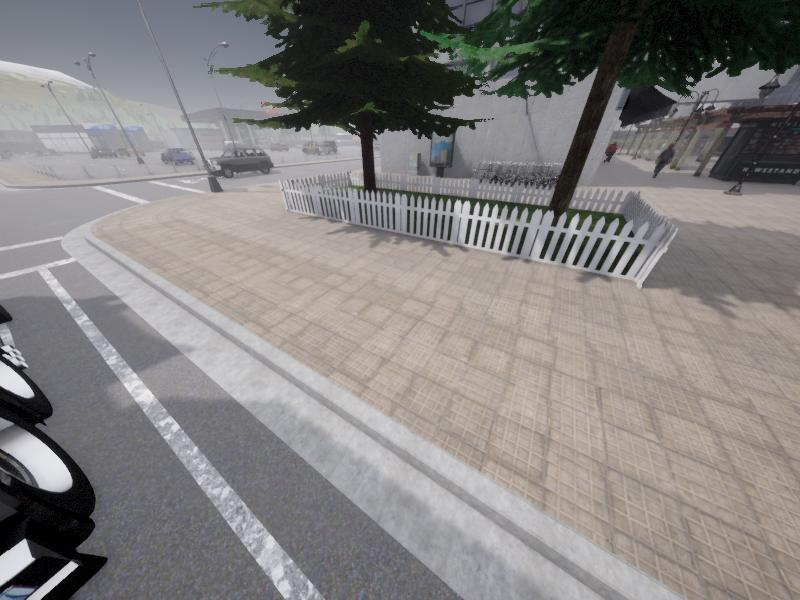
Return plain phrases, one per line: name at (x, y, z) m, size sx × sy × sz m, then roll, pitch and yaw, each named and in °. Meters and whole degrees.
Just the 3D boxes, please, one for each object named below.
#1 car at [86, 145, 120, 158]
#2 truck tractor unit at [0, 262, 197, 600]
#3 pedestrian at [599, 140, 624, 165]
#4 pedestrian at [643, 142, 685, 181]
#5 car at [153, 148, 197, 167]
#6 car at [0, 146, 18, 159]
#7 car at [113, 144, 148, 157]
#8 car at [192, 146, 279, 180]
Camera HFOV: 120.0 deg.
car at (-45.598, -22.787, 35.461) m, size 4.514 × 1.523 × 2.007 m, roll 19°, pitch 39°, yaw 26°
truck tractor unit at (-5.107, -0.305, 0.785) m, size 6.516 × 4.208 × 3.053 m, roll 19°, pitch 39°, yaw 24°
pedestrian at (19.280, -13.454, 21.084) m, size 0.751 × 1.860 × 0.751 m, roll 4°, pitch 35°, yaw 6°
pedestrian at (15.223, -8.028, 13.367) m, size 0.751 × 1.860 × 0.751 m, roll -20°, pitch 40°, yaw -26°
car at (-23.495, -14.974, 24.140) m, size 3.633 × 1.501 × 1.845 m, roll 19°, pitch 39°, yaw 26°
car at (-64.369, -22.691, 35.618) m, size 1.930 × 1.638 × 5.238 m, roll 3°, pitch 35°, yaw 5°
car at (-43.984, -24.338, 37.660) m, size 5.027 × 1.636 × 2.152 m, roll 19°, pitch 39°, yaw 26°
car at (-12.132, -10.488, 17.474) m, size 1.932 × 1.855 × 4.605 m, roll 19°, pitch 39°, yaw 26°
